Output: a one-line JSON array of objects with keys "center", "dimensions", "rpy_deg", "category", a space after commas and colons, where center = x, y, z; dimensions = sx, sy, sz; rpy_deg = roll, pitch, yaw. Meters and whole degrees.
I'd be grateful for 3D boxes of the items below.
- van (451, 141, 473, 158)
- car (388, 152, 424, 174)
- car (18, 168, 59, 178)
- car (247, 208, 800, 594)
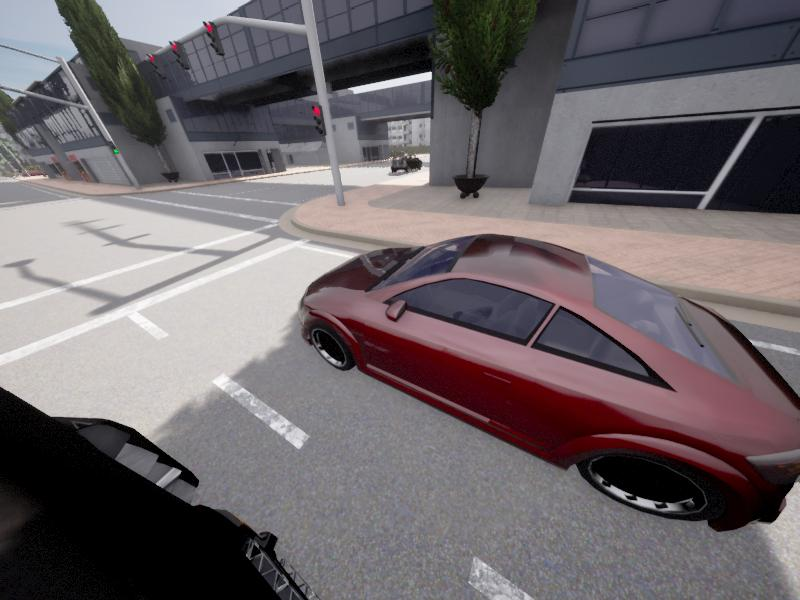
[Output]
[{"center": [11.981, -28.999, 44.399], "dimensions": [1.988, 2.561, 5.915], "rpy_deg": [16, 38, 26], "category": "van"}, {"center": [0.730, -13.705, 23.079], "dimensions": [1.851, 1.617, 3.988], "rpy_deg": [16, 38, 26], "category": "car"}, {"center": [-83.033, -29.295, 53.111], "dimensions": [2.242, 1.667, 4.611], "rpy_deg": [15, 38, 25], "category": "car"}, {"center": [0.767, 0.073, 2.542], "dimensions": [4.181, 1.385, 1.994], "rpy_deg": [16, 38, 26], "category": "car"}]
